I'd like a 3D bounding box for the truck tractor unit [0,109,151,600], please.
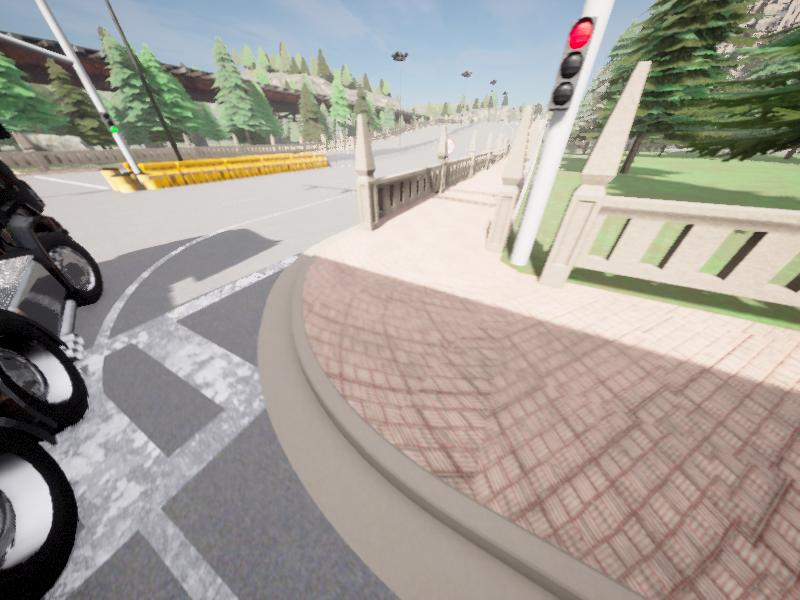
[{"bbox_3d":[-4.827,-0.516,1.093,6.516,4.208,3.053,29,44,35],"label":"truck tractor unit"}]
